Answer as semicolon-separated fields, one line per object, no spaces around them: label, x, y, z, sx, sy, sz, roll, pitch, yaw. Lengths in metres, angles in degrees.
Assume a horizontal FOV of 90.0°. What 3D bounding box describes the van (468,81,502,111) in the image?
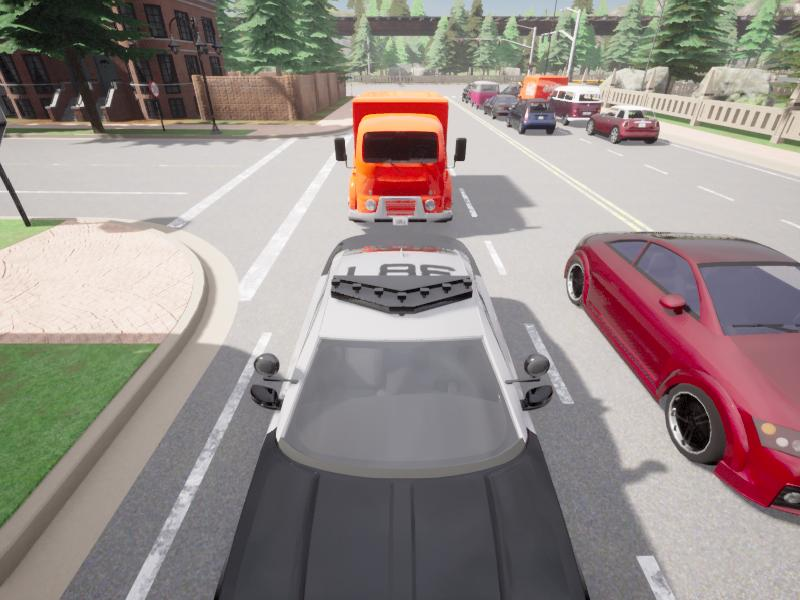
van;7.009;-17.136;33.415;1.775;1.987;4.442;0;30;0

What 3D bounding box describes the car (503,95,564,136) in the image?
car;7.010;-9.984;21.539;1.851;1.617;3.988;0;30;0

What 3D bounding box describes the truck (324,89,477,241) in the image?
truck;0.006;-3.588;9.713;2.627;2.467;5.204;0;30;0

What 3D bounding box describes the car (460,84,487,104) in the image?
car;7.010;-19.855;38.501;1.789;1.549;3.705;0;30;0

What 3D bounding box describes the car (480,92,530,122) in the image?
car;7.011;-13.299;27.430;2.033;1.411;5.357;0;30;0

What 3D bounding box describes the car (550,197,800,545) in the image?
car;3.497;0.144;4.422;1.994;1.385;4.181;-1;30;-1

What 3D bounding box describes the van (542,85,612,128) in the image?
van;10.509;-11.802;24.227;2.069;2.038;4.480;0;30;0

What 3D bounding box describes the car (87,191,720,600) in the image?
car;0.011;0.616;3.356;1.930;1.638;5.238;0;30;0

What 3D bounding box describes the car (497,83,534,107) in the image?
car;10.509;-18.904;36.802;2.033;1.649;4.856;0;30;0

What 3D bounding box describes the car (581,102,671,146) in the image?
car;10.509;-8.409;18.972;1.970;1.475;3.806;0;30;0

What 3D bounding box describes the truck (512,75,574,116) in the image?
truck;10.512;-15.486;30.112;2.627;2.467;5.204;0;30;0
